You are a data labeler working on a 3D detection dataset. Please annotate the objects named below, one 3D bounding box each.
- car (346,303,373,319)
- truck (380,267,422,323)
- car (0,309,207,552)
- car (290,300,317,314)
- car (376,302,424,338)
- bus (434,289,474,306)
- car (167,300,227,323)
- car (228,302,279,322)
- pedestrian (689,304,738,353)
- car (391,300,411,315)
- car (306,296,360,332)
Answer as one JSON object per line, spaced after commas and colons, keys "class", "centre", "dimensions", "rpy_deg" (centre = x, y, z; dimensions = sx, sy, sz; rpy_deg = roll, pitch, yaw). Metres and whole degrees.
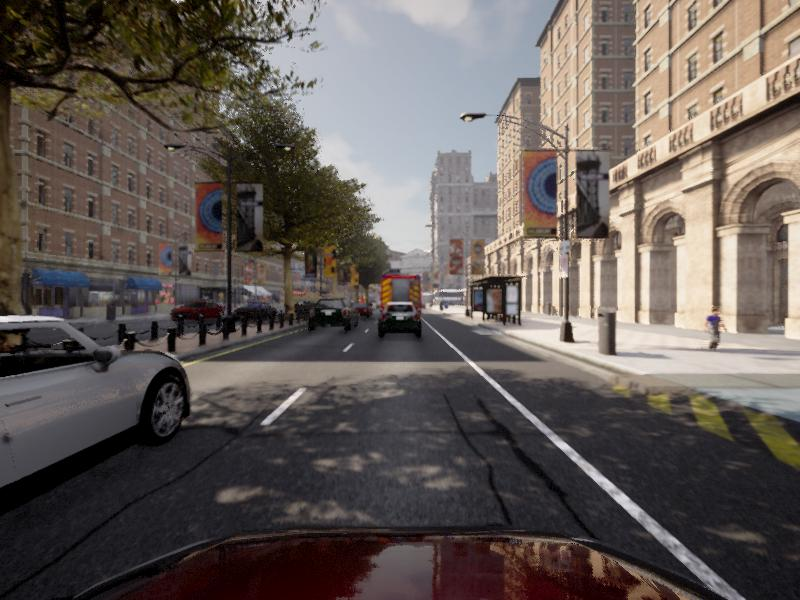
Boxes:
{"class": "car", "centre": [-3.428, 0.919, 34.945], "dimensions": [1.895, 1.301, 4.718], "rpy_deg": [0, 0, 0]}
{"class": "truck", "centre": [0.074, -0.343, 31.912], "dimensions": [2.891, 3.827, 8.468], "rpy_deg": [0, 0, 0]}
{"class": "car", "centre": [-3.498, 0.851, 3.278], "dimensions": [1.970, 1.475, 3.806], "rpy_deg": [0, 0, 0]}
{"class": "car", "centre": [-11.391, 0.788, 47.551], "dimensions": [1.882, 1.535, 5.008], "rpy_deg": [0, 0, 0]}
{"class": "car", "centre": [0.005, 0.840, 18.394], "dimensions": [1.970, 1.475, 3.806], "rpy_deg": [0, 0, 0]}
{"class": "bus", "centre": [14.561, -0.601, 108.845], "dimensions": [10.273, 4.253, 3.944], "rpy_deg": [1, 0, 0]}
{"class": "car", "centre": [-14.908, 0.801, 29.689], "dimensions": [1.882, 1.535, 5.008], "rpy_deg": [0, 0, 0]}
{"class": "car", "centre": [-11.370, 0.872, 31.547], "dimensions": [2.033, 1.411, 5.357], "rpy_deg": [0, 0, 1]}
{"class": "pedestrian", "centre": [8.606, 0.757, 11.006], "dimensions": [0.751, 1.300, 0.751], "rpy_deg": [0, 0, 0]}
{"class": "car", "centre": [0.102, 0.803, 45.231], "dimensions": [2.128, 1.511, 4.902], "rpy_deg": [0, 0, 0]}
{"class": "car", "centre": [-3.480, 0.679, 21.630], "dimensions": [2.097, 1.767, 4.553], "rpy_deg": [0, 0, 0]}
